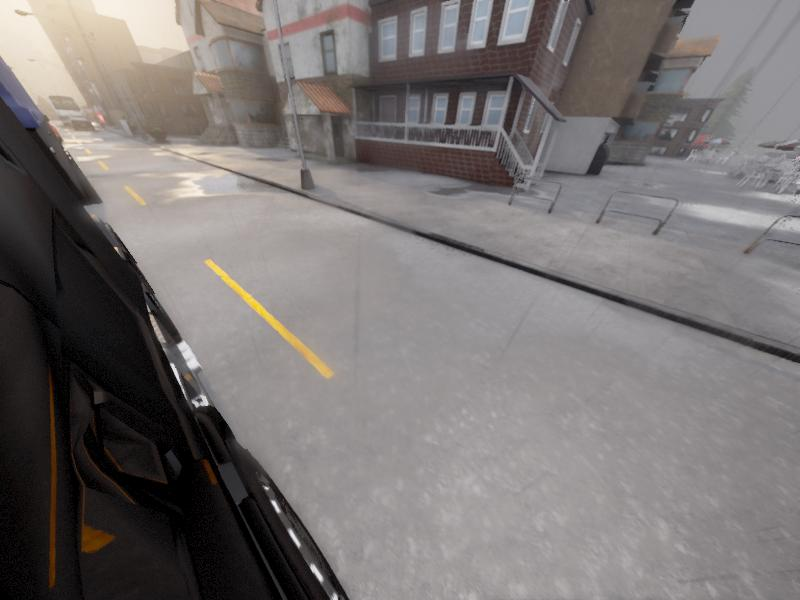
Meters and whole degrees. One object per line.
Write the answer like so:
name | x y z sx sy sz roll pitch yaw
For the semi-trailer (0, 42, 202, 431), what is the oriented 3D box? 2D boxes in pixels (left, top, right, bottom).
semi-trailer | -8.704 -3.607 4.214 14.254 4.402 2.717 28 44 30

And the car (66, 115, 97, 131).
car | -47.351 -26.295 34.293 5.238 1.638 1.930 28 44 30

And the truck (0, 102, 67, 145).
truck | -29.688 -14.044 18.412 5.204 2.467 2.627 28 44 30

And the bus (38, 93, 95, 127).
bus | -60.124 -34.106 41.710 10.273 4.253 3.944 28 44 30

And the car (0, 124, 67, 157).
car | -22.784 -9.896 14.239 4.181 1.385 1.994 28 43 29

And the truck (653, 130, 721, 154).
truck | 63.758 -35.434 51.782 8.468 3.827 2.891 28 44 30

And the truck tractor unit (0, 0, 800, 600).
truck tractor unit | -2.645 -0.295 0.351 6.516 4.208 3.053 28 44 30

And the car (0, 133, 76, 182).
car | -15.927 -6.200 9.822 4.718 1.301 1.895 28 44 30
